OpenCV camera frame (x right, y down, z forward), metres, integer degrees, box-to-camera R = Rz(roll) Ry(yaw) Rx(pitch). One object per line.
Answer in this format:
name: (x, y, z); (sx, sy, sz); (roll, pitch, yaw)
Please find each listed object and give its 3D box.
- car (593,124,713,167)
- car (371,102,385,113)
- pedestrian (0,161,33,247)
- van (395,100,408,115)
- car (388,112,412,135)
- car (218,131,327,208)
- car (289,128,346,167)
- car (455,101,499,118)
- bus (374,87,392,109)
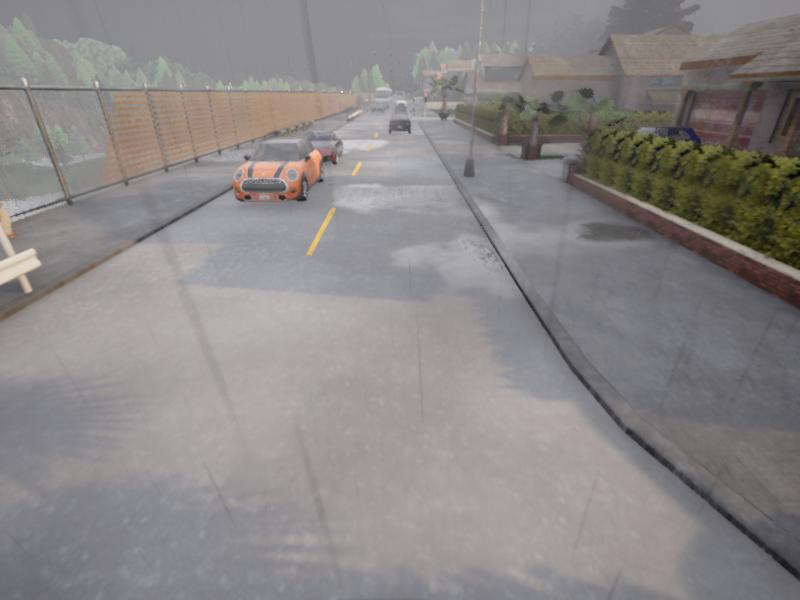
car: (10.565, -6.569, 16.967); (3.633, 1.501, 1.845); (-1, 27, -2)
car: (-3.968, -34.665, 72.023); (2.152, 1.651, 5.027); (1, 27, 1)
pedestrian: (-8.759, -2.105, 8.380); (0.751, 1.860, 0.751); (-2, 27, -3)
van: (0.185, -31.262, 64.970); (2.069, 2.038, 4.480); (-1, 28, -1)
car: (0.007, -15.303, 34.580); (1.882, 1.535, 5.008); (0, 27, 0)
car: (-3.963, -4.561, 13.484); (2.097, 1.767, 4.553); (0, 27, 0)
car: (-3.999, -7.735, 20.102); (1.994, 1.385, 4.181); (0, 27, 0)
car: (10.719, -26.634, 55.970); (5.566, 2.045, 2.150); (0, 27, 0)
bus: (-3.858, -47.677, 94.366); (3.944, 4.253, 10.273); (0, 27, 0)
